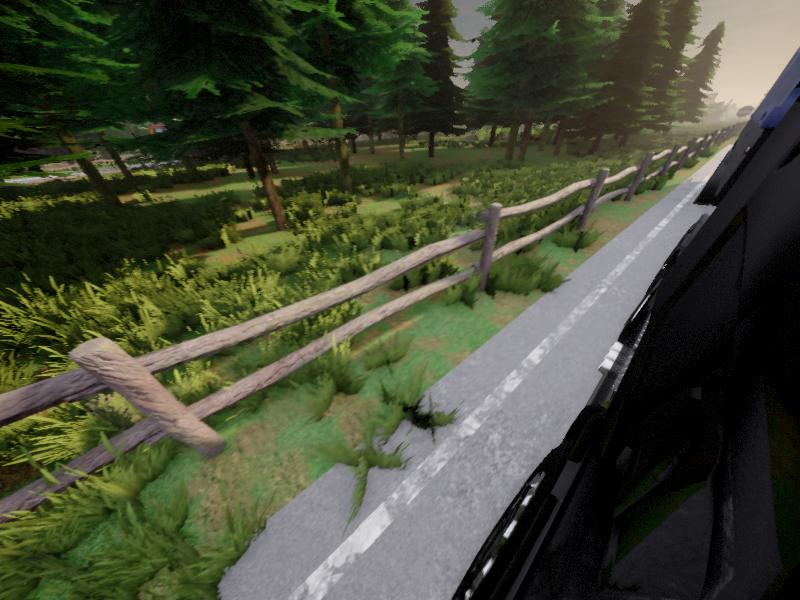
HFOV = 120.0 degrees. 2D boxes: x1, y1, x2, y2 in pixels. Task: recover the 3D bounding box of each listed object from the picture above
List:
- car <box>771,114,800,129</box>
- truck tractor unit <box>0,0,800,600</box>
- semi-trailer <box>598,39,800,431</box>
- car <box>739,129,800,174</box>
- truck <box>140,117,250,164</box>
[{"bbox_3d":[55.808,-25.607,33.141,4.902,1.511,2.128,-26,43,-28],"label":"car"},{"bbox_3d":[2.645,-0.295,0.351,6.516,4.208,3.053,-28,44,-30],"label":"truck tractor unit"},{"bbox_3d":[8.674,-3.617,4.258,14.254,4.402,2.717,-28,44,-30],"label":"semi-trailer"},{"bbox_3d":[17.959,-6.940,10.671,4.181,1.385,1.994,-27,43,-29],"label":"car"},{"bbox_3d":[-22.403,-18.263,26.314,2.891,3.827,8.468,9,38,15],"label":"truck"}]
